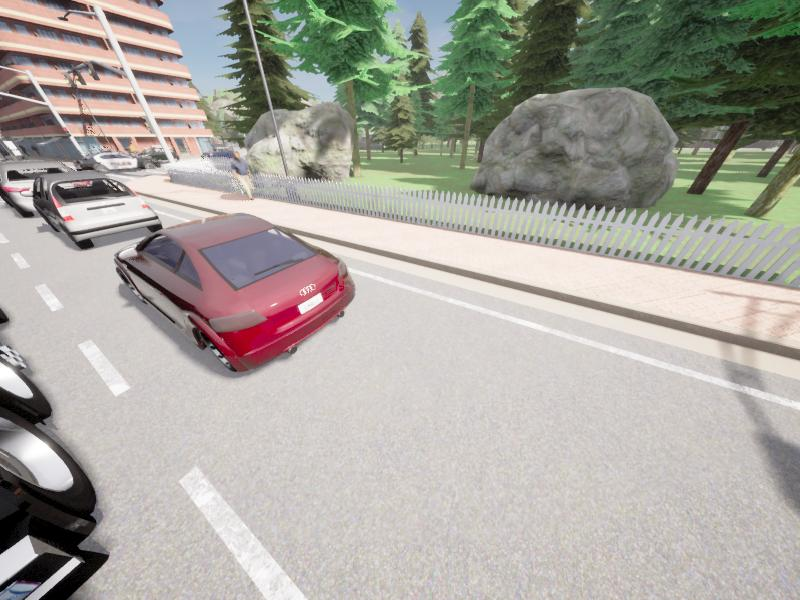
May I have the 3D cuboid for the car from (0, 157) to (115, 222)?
[{"bbox_3d":[-14.323,-4.608,9.259,4.611,1.667,2.242,19,39,25],"label":"car"}]

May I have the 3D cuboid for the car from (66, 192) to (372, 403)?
[{"bbox_3d":[-2.773,-0.594,3.674,4.181,1.385,1.994,20,40,26],"label":"car"}]

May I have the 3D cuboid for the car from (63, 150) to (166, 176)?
[{"bbox_3d":[-23.779,-11.709,19.566,2.038,1.542,4.974,16,38,22],"label":"car"}]

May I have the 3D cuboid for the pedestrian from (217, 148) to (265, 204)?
[{"bbox_3d":[-6.287,-4.943,9.208,0.751,1.860,0.751,18,39,25],"label":"pedestrian"}]

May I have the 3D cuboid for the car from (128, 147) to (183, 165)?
[{"bbox_3d":[-27.807,-16.502,26.447,1.789,1.549,3.705,11,36,15],"label":"car"}]

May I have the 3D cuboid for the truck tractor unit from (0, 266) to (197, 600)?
[{"bbox_3d":[-5.114,-0.298,0.774,6.516,4.208,3.053,18,39,24],"label":"truck tractor unit"}]

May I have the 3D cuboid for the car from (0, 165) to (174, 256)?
[{"bbox_3d":[-8.952,-2.771,6.638,3.988,1.617,1.851,18,39,25],"label":"car"}]
